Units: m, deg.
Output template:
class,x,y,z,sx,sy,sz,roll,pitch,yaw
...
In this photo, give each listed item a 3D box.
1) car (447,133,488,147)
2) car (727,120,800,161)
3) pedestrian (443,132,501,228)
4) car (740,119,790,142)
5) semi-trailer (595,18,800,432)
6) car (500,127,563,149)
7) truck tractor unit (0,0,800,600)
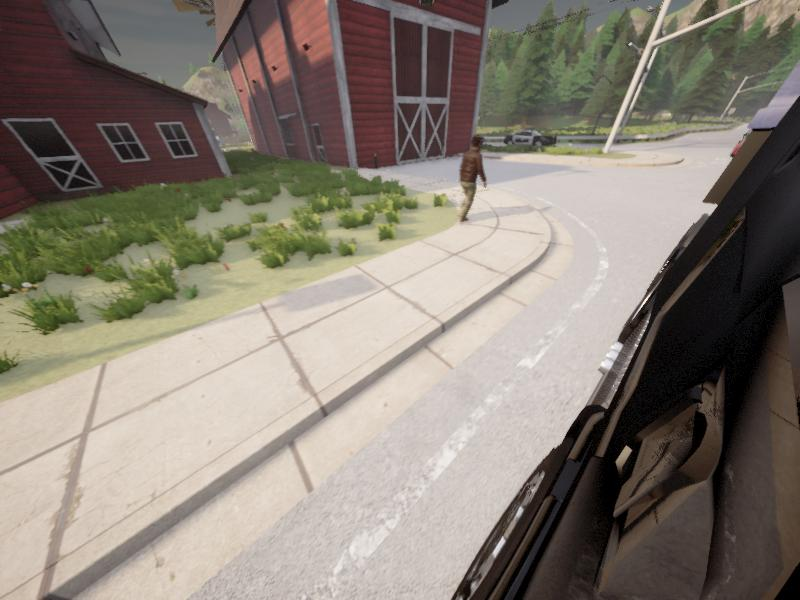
class,x,y,z,sx,sy,sz,roll,pitch,yaw
car,8.536,-20.588,29.708,1.895,1.301,4.718,-27,43,-29
car,21.800,-9.499,13.619,4.611,1.667,2.242,-28,44,-30
pedestrian,1.625,-2.794,5.461,0.751,1.860,0.751,-27,43,-29
car,32.490,-15.147,20.660,4.193,1.474,1.816,-28,44,-30
semi-trailer,8.883,-3.477,4.029,14.254,4.402,2.717,-26,43,-28
car,13.678,-17.100,24.403,1.930,1.638,5.238,-27,43,-29
truck tractor unit,2.645,-0.295,0.351,6.516,4.208,3.053,-28,44,-30
